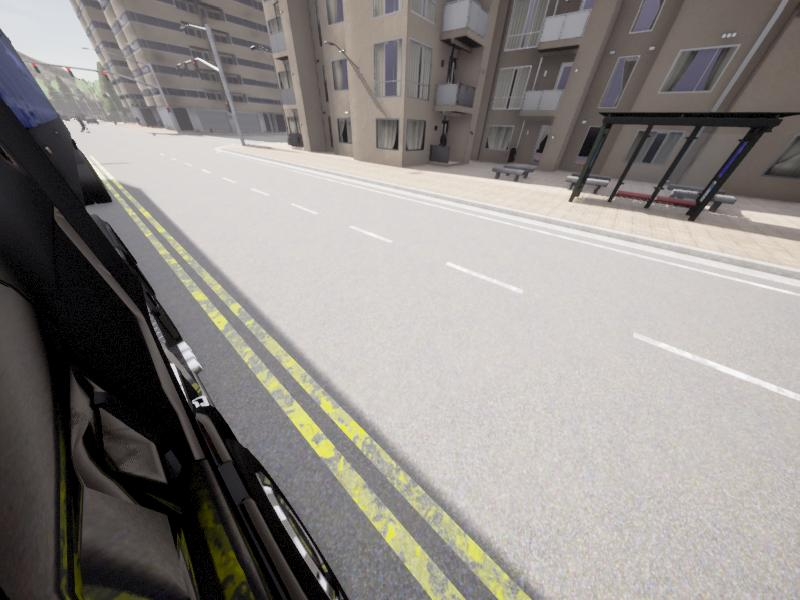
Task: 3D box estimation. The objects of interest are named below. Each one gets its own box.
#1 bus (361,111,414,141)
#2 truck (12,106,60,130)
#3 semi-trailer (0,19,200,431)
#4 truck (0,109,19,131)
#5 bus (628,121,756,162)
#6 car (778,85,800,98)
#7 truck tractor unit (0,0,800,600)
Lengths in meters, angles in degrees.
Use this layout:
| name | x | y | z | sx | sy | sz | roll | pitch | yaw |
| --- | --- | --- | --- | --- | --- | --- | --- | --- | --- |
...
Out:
| name | x | y | z | sx | sy | sz | roll | pitch | yaw |
| --- | --- | --- | --- | --- | --- | --- | --- | --- | --- |
| bus | -2.119 | -33.015 | 44.073 | 3.944 | 4.253 | 10.273 | 28 | 43 | 30 |
| truck | -51.178 | -25.635 | 32.609 | 5.204 | 2.467 | 2.627 | 28 | 44 | 30 |
| semi-trailer | -8.589 | -3.679 | 4.330 | 14.254 | 4.402 | 2.717 | 29 | 44 | 31 |
| truck | -51.207 | -22.742 | 29.052 | 6.274 | 2.098 | 2.390 | 29 | 44 | 30 |
| bus | 41.399 | -23.283 | 33.719 | 3.944 | 4.253 | 10.273 | -11 | 39 | -18 |
| car | 69.865 | -36.078 | 39.800 | 2.007 | 1.525 | 4.514 | -10 | 38 | -16 |
| truck tractor unit | -2.645 | -0.295 | 0.351 | 6.516 | 4.208 | 3.053 | 28 | 44 | 30 |
